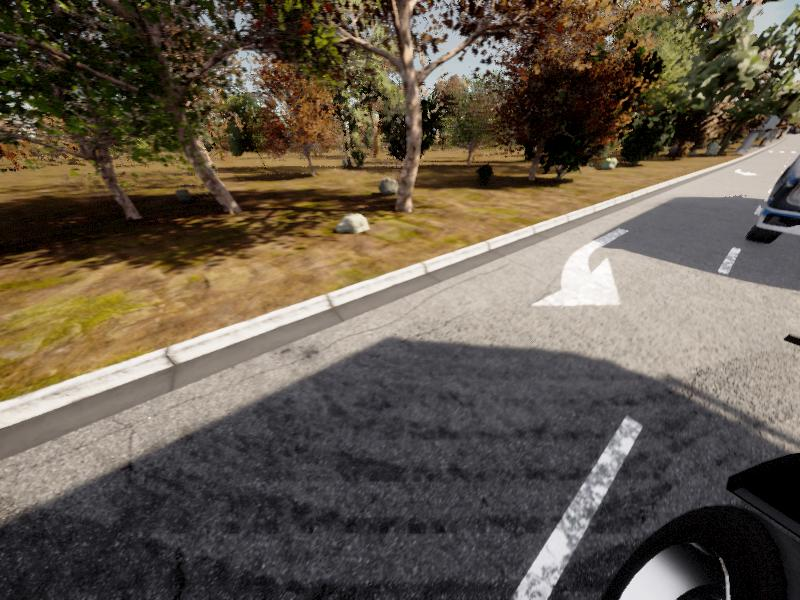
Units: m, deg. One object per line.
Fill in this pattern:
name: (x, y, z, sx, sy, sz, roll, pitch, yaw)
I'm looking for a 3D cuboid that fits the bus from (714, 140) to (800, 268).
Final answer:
bus: (12.923, -3.748, 5.478, 10.273, 4.253, 3.944, -22, 41, -28)
